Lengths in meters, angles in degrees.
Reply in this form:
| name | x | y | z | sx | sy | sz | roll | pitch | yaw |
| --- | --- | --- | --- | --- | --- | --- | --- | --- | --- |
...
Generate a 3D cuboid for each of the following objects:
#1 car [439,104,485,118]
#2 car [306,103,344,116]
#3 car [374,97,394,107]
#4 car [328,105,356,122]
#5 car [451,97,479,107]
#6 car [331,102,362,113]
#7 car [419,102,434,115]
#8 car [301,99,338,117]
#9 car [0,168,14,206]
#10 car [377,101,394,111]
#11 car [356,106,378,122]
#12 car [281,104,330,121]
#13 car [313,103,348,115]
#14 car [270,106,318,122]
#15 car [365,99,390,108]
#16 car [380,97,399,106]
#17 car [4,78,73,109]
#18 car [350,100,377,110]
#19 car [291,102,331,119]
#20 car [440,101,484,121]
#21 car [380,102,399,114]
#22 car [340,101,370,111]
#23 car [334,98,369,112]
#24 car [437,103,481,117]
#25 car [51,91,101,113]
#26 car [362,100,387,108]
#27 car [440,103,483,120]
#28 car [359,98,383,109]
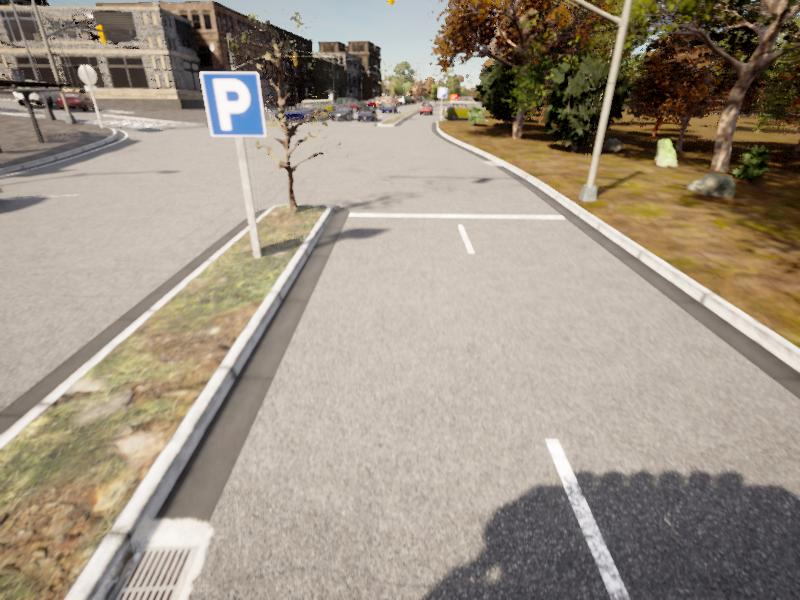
| name | x | y | z | sx | sy | sz | roll | pitch | yaw |
| --- | --- | --- | --- | --- | --- | --- | --- | --- | --- |
| car | 7.987 | -24.364 | 51.611 | 5.366 | 1.575 | 1.946 | -5 | 28 | -12 |
| car | -10.239 | -25.977 | 54.534 | 4.892 | 1.521 | 2.231 | -7 | 28 | -12 |
| car | -3.632 | -45.356 | 91.560 | 4.442 | 1.987 | 1.878 | -5 | 27 | -8 |
| car | -6.494 | -21.248 | 45.451 | 2.128 | 1.511 | 4.902 | 3 | 27 | 5 |
| car | 14.583 | -44.752 | 90.480 | 5.566 | 2.045 | 2.435 | -3 | 28 | -9 |
| car | -8.719 | -31.443 | 65.200 | 4.674 | 1.452 | 2.002 | -6 | 28 | -11 |
| car | 3.896 | -28.014 | 58.532 | 1.851 | 1.617 | 3.988 | 3 | 28 | 6 |
| car | -10.455 | -24.816 | 51.789 | 4.442 | 1.987 | 1.878 | -7 | 28 | -12 |
| car | -13.692 | -3.051 | 10.356 | 4.553 | 1.767 | 2.185 | -9 | 29 | -17 |
| car | -2.618 | -35.416 | 72.972 | 2.033 | 1.411 | 5.357 | 4 | 28 | 8 |
| car | -3.591 | -20.633 | 44.335 | 1.816 | 1.474 | 4.193 | 3 | 27 | 4 |
| car | -10.996 | -21.867 | 46.566 | 5.366 | 1.575 | 1.946 | -7 | 28 | -13 |
| car | -9.876 | -27.318 | 57.214 | 4.674 | 1.452 | 2.002 | -7 | 28 | -12 |
| car | -11.632 | -20.457 | 43.925 | 4.792 | 1.488 | 2.163 | -7 | 28 | -13 |
| car | -4.865 | -42.426 | 86.382 | 5.008 | 1.535 | 2.097 | -5 | 27 | -8 |
| car | -2.497 | -48.072 | 96.817 | 4.442 | 1.987 | 1.878 | -5 | 27 | -8 |
| car | -31.302 | -17.982 | 34.919 | 2.435 | 2.045 | 5.566 | -4 | 27 | -20 |
| car | -6.921 | -36.962 | 75.800 | 5.008 | 1.535 | 2.097 | -6 | 28 | -10 |
| car | -10.912 | -23.329 | 49.134 | 4.553 | 1.767 | 2.185 | -7 | 28 | -13 |
| car | 7.089 | -21.824 | 46.207 | 4.442 | 1.987 | 1.878 | -6 | 28 | -13 |
| car | -1.547 | -29.149 | 60.798 | 2.163 | 1.488 | 4.792 | 3 | 28 | 6 |
| car | -7.866 | -34.226 | 70.501 | 5.008 | 1.535 | 2.097 | -6 | 27 | -10 |
| car | -8.276 | -33.082 | 67.738 | 5.566 | 2.045 | 2.435 | -6 | 27 | -10 |
| car | 7.960 | -25.680 | 54.140 | 5.366 | 1.575 | 1.946 | -5 | 28 | -12 |
| car | -28.312 | -17.438 | 35.143 | 2.002 | 1.452 | 4.674 | -4 | 27 | -20 |
| car | -5.382 | -41.061 | 83.740 | 4.892 | 1.521 | 2.231 | -5 | 28 | -9 |
| car | 7.462 | -23.100 | 48.892 | 4.553 | 1.767 | 2.185 | -6 | 28 | -13 |
| car | -5.897 | -39.808 | 81.038 | 4.553 | 1.767 | 2.185 | -5 | 28 | -9 |
